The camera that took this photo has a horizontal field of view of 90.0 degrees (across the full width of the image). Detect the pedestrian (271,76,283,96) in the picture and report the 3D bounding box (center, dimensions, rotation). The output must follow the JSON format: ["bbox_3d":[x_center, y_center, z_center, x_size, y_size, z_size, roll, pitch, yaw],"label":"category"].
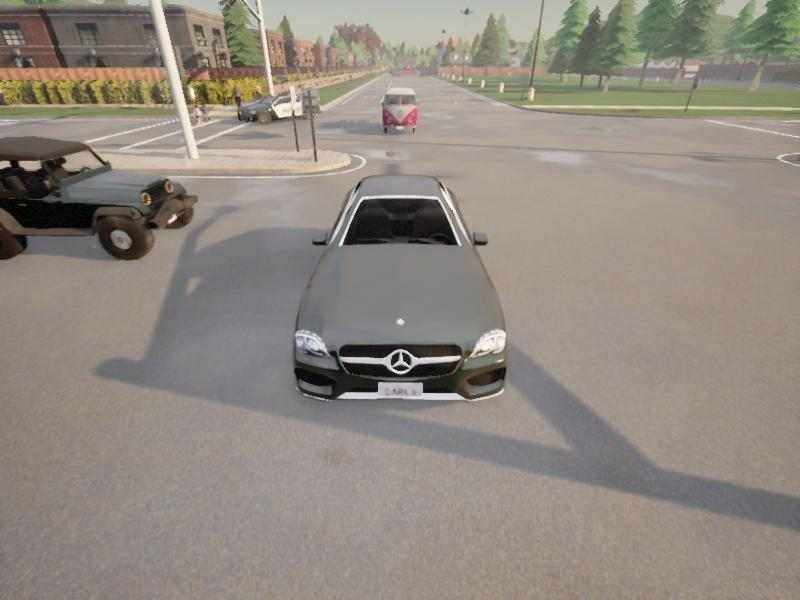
[{"bbox_3d":[-13.530,-23.588,44.054,0.751,1.860,0.751,0,30,1],"label":"pedestrian"}]

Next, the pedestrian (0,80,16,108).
[{"bbox_3d":[-31.207,-16.119,31.300,0.751,1.860,0.751,0,30,0],"label":"pedestrian"}]

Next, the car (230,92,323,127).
[{"bbox_3d":[-7.498,-11.886,24.758,4.974,1.542,2.038,-25,39,-36],"label":"car"}]

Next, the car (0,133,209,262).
[{"bbox_3d":[-6.125,-1.978,7.488,3.866,1.878,1.905,0,30,0],"label":"car"}]

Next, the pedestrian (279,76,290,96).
[{"bbox_3d":[-12.468,-23.047,43.130,0.751,1.860,0.751,0,30,1],"label":"pedestrian"}]

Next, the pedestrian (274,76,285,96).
[{"bbox_3d":[-13.105,-23.204,43.398,0.751,1.860,0.751,-1,30,-1],"label":"pedestrian"}]

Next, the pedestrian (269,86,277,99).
[{"bbox_3d":[-12.486,-20.426,39.409,0.500,1.100,0.500,1,30,1],"label":"pedestrian"}]

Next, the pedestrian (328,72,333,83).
[{"bbox_3d":[-13.461,-43.257,77.627,0.751,1.860,0.751,0,30,0],"label":"pedestrian"}]

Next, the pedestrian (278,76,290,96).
[{"bbox_3d":[-12.744,-23.547,43.985,0.751,1.860,0.751,-27,40,-37],"label":"pedestrian"}]

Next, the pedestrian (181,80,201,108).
[{"bbox_3d":[-16.292,-16.090,31.254,0.751,1.860,0.751,1,30,1],"label":"pedestrian"}]

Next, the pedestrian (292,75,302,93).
[{"bbox_3d":[-12.435,-26.053,48.262,0.751,1.860,0.751,0,30,0],"label":"pedestrian"}]

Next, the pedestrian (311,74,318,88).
[{"bbox_3d":[-12.392,-31.711,57.919,0.751,1.860,0.751,0,30,0],"label":"pedestrian"}]

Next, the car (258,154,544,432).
[{"bbox_3d":[0.003,-0.711,5.596,2.152,1.651,5.027,0,30,0],"label":"car"}]

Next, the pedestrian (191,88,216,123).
[{"bbox_3d":[-11.875,-11.800,24.236,0.751,1.860,0.751,0,30,-1],"label":"pedestrian"}]

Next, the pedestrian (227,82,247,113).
[{"bbox_3d":[-11.200,-13.964,27.567,0.751,1.860,0.751,0,30,0],"label":"pedestrian"}]

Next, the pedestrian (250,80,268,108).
[{"bbox_3d":[-10.973,-16.061,31.207,0.751,1.860,0.751,10,32,17],"label":"pedestrian"}]

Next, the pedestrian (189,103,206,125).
[{"bbox_3d":[-11.885,-10.900,23.451,0.500,1.100,0.500,0,30,0],"label":"pedestrian"}]

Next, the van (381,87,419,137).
[{"bbox_3d":[-0.004,-9.998,21.086,1.775,1.987,4.442,0,30,0],"label":"van"}]
